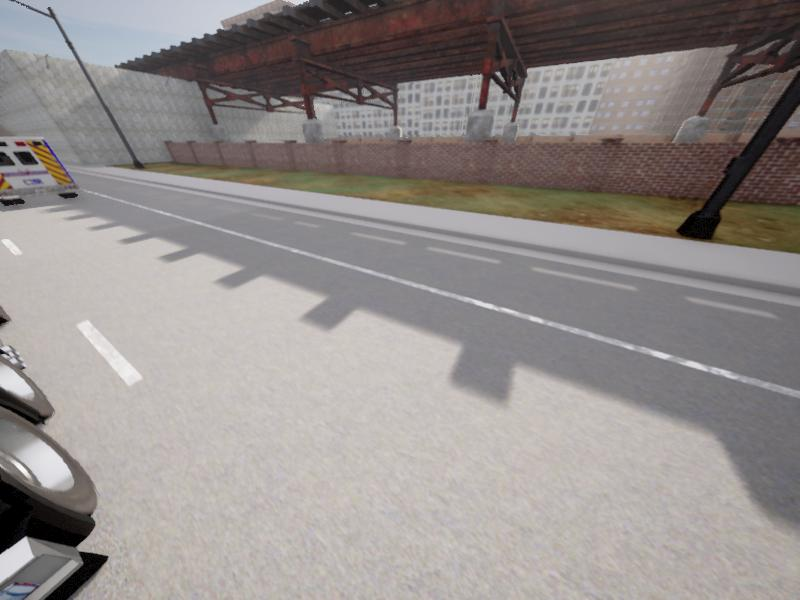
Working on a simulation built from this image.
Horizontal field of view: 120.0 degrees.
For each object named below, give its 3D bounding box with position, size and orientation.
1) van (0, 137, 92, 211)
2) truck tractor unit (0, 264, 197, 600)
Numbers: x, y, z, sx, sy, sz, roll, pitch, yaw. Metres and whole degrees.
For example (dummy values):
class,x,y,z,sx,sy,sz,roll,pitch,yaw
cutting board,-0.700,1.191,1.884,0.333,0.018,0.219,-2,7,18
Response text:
class,x,y,z,sx,sy,sz,roll,pitch,yaw
van,-18.036,-6.087,10.788,6.366,2.431,2.351,18,39,24
truck tractor unit,-5.114,-0.297,0.782,6.516,4.208,3.053,18,39,24
